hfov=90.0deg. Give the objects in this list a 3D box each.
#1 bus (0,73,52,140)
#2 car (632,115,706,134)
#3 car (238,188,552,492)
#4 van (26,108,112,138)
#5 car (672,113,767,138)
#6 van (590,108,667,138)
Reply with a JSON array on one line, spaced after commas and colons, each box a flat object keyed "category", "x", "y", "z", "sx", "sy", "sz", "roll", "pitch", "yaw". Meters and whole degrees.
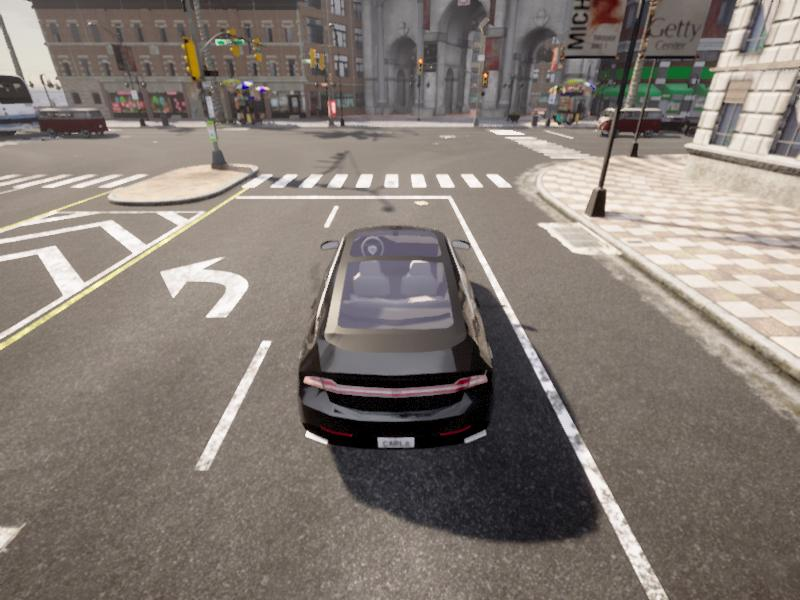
[{"category": "bus", "x": -33.295, "y": -14.382, "z": 29.671, "sx": 10.273, "sy": 4.253, "sz": 3.944, "roll": 0, "pitch": 27, "yaw": 0}, {"category": "car", "x": 22.498, "y": -14.772, "z": 33.632, "sx": 4.718, "sy": 1.301, "sz": 1.895, "roll": 0, "pitch": 27, "yaw": 1}, {"category": "car", "x": -0.055, "y": -0.178, "z": 5.231, "sx": 2.128, "sy": 1.511, "sz": 4.902, "roll": 0, "pitch": 27, "yaw": -1}, {"category": "van", "x": -24.941, "y": -13.439, "z": 30.312, "sx": 4.442, "sy": 1.987, "sz": 1.775, "roll": 0, "pitch": 27, "yaw": 0}, {"category": "car", "x": 24.197, "y": -13.313, "z": 30.439, "sx": 5.238, "sy": 1.638, "sz": 1.930, "roll": 0, "pitch": 27, "yaw": 0}, {"category": "van", "x": 17.218, "y": -13.469, "z": 30.367, "sx": 4.442, "sy": 1.987, "sz": 1.775, "roll": 0, "pitch": 27, "yaw": 0}]
